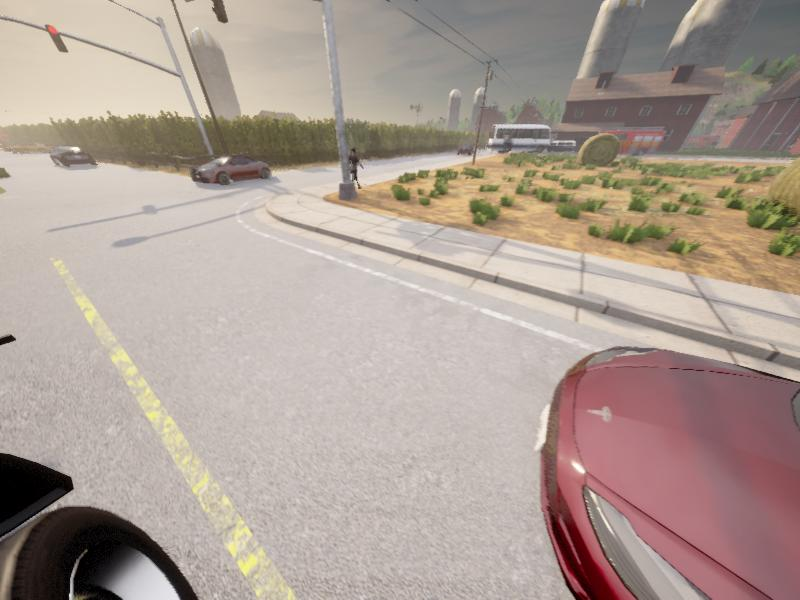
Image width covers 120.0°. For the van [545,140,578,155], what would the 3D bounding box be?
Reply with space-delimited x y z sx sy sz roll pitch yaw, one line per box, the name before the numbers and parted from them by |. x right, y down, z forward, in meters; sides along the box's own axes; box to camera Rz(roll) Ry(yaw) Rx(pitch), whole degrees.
van | 29.050 -27.530 41.667 4.480 2.038 2.069 19 39 24

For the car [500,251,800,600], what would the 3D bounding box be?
car | 3.163 1.475 0.571 4.792 1.488 2.163 21 40 27

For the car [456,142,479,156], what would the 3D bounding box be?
car | 11.005 -24.461 37.367 2.097 1.767 4.553 19 39 24

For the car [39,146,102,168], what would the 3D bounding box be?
car | -29.958 -13.101 21.031 4.792 1.488 2.163 19 39 25

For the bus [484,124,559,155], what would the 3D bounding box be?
bus | 21.231 -28.611 41.208 10.273 4.253 3.944 2 35 2

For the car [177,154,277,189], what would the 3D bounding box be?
car | -10.032 -7.849 13.864 1.994 1.385 4.181 16 38 21

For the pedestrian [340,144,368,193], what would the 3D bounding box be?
pedestrian | -2.102 -6.092 10.713 0.751 1.860 0.751 21 40 27

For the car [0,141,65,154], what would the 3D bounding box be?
car | -55.134 -22.852 34.560 5.366 1.575 1.801 -16 37 -22

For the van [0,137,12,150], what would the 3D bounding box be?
van | -73.320 -28.451 41.978 4.442 1.987 1.775 19 39 25

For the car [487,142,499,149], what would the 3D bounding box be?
car | 25.397 -42.167 62.956 2.038 1.542 4.974 18 39 23

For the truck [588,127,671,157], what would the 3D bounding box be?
truck | 36.642 -25.720 37.620 8.468 3.827 2.891 19 39 24
